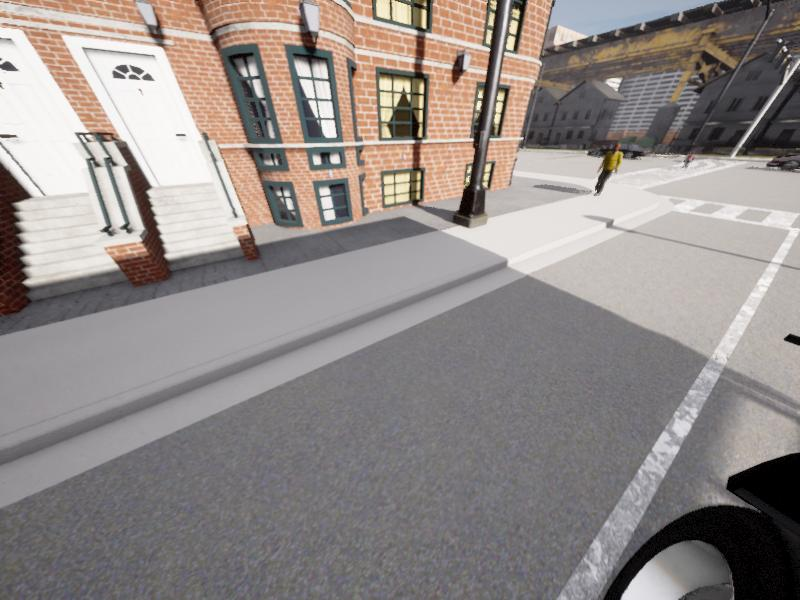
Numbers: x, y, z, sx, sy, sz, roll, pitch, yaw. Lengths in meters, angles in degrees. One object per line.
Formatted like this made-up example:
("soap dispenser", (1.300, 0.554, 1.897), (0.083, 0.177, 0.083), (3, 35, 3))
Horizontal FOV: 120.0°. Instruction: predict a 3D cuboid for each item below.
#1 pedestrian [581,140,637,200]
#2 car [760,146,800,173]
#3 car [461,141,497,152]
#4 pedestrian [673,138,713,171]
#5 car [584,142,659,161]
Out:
("pedestrian", (7.815, -4.899, 8.715), (0.751, 1.860, 0.751), (-23, 41, -28))
("car", (27.315, -8.561, 14.225), (2.033, 1.411, 5.357), (-20, 40, -25))
("car", (12.944, -25.475, 38.259), (2.033, 1.411, 5.357), (-20, 40, -25))
("pedestrian", (20.392, -10.136, 16.117), (0.751, 1.860, 0.751), (-13, 37, -16))
("car", (23.368, -15.968, 24.708), (2.033, 1.411, 5.357), (-20, 40, -25))
